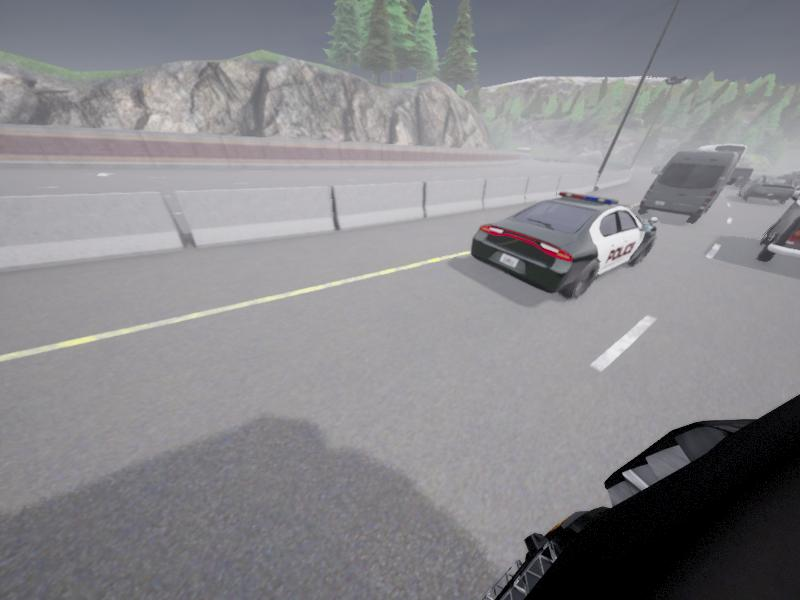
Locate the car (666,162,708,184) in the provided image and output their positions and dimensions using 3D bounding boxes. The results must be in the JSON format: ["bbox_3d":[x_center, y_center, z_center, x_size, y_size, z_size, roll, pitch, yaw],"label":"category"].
[{"bbox_3d":[35.869,-16.088,29.078,2.150,2.045,5.566,27,40,32],"label":"car"}]

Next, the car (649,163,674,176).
[{"bbox_3d":[46.617,-23.355,41.245,1.851,1.617,3.988,22,38,27],"label":"car"}]

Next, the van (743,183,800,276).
[{"bbox_3d":[11.506,-1.982,5.971,4.480,2.038,2.069,-19,40,-30],"label":"van"}]

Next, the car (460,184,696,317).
[{"bbox_3d":[4.021,-1.528,5.185,4.974,1.542,2.038,-18,39,-28],"label":"car"}]

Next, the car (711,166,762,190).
[{"bbox_3d":[36.028,-13.225,24.914,1.905,1.878,3.866,28,41,33],"label":"car"}]

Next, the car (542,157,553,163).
[{"bbox_3d":[47.125,-44.802,73.765,2.007,1.525,4.514,14,35,17],"label":"car"}]

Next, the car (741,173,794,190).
[{"bbox_3d":[42.278,-13.768,26.743,1.895,1.301,4.718,27,40,31],"label":"car"}]

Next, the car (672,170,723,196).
[{"bbox_3d":[25.055,-9.997,19.549,4.514,1.525,2.007,-25,43,-36],"label":"car"}]

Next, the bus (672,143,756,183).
[{"bbox_3d":[45.588,-20.359,34.253,3.944,4.253,10.273,24,39,29],"label":"bus"}]

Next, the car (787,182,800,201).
[{"bbox_3d":[32.707,-8.442,17.827,4.193,1.474,1.816,-27,44,-37],"label":"car"}]

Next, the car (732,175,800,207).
[{"bbox_3d":[26.399,-7.996,16.646,4.902,1.511,2.128,-25,43,-35],"label":"car"}]

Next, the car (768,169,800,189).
[{"bbox_3d":[48.120,-14.710,28.077,1.932,1.855,4.605,25,40,30],"label":"car"}]

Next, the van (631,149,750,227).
[{"bbox_3d":[13.552,-5.342,10.745,5.915,2.561,1.988,-21,40,-31],"label":"van"}]
